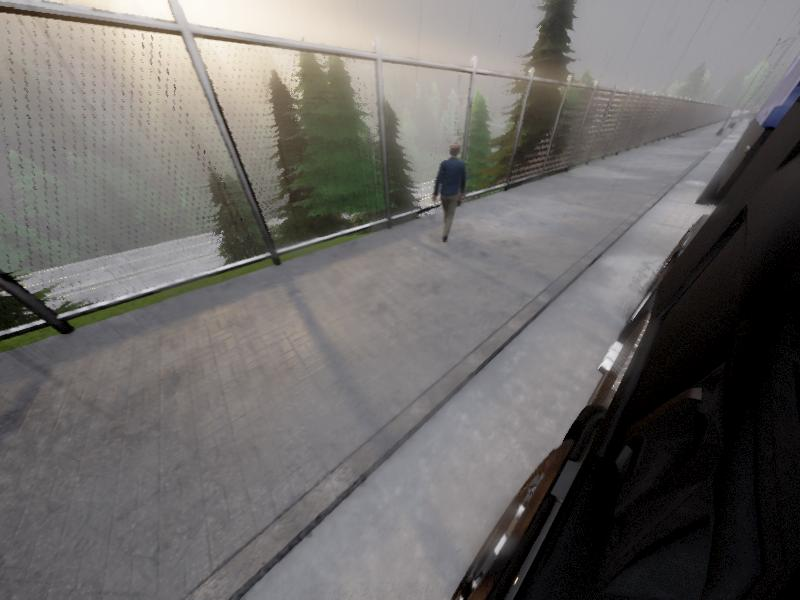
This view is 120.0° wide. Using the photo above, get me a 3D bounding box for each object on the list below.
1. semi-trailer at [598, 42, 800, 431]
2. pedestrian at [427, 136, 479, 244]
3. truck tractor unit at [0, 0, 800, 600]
[{"bbox_3d":[8.696,-3.603,4.236,14.254,4.402,2.717,-28,44,-30],"label":"semi-trailer"},{"bbox_3d":[1.040,-2.206,4.746,0.751,1.860,0.751,11,39,17],"label":"pedestrian"},{"bbox_3d":[2.645,-0.295,0.351,6.516,4.208,3.053,-28,44,-30],"label":"truck tractor unit"}]
